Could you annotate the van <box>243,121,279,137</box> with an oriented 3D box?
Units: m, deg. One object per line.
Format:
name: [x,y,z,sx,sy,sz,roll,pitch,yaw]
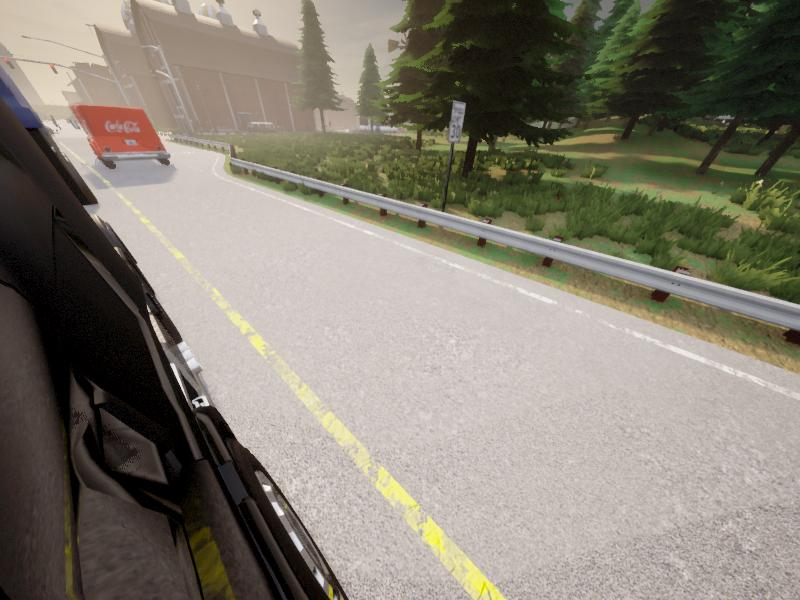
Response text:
van: [-23.829,-29.451,39.862,2.069,2.038,4.480,28,43,29]

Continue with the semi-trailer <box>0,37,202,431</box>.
semi-trailer: [-8.745,-3.574,4.180,14.254,4.402,2.717,28,43,29]

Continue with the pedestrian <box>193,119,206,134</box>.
pedestrian: [-32.137,-27.840,37.042,0.751,1.860,0.751,28,43,30]

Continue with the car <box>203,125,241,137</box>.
car: [-27.758,-26.436,36.146,1.994,1.385,4.181,27,43,29]

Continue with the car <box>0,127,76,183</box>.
car: [-16.061,-6.229,9.717,4.902,1.511,2.128,27,43,29]

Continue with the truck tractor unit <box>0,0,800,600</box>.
truck tractor unit: [-2.645,-0.295,0.351,6.516,4.208,3.053,28,44,30]

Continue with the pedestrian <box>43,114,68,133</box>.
pedestrian: [-41.611,-21.294,27.910,0.751,1.860,0.751,23,41,24]

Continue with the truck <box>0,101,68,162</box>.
truck: [-21.925,-9.539,12.953,5.204,2.467,2.627,27,43,28]

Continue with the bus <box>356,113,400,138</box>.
bus: [-4.821,-40.447,53.906,3.944,4.253,10.273,28,43,29]

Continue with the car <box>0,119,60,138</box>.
car: [-38.396,-17.312,23.258,1.994,1.385,4.181,8,37,7]

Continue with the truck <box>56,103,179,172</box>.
truck: [-14.741,-8.578,12.122,5.204,2.467,2.627,27,43,29]
